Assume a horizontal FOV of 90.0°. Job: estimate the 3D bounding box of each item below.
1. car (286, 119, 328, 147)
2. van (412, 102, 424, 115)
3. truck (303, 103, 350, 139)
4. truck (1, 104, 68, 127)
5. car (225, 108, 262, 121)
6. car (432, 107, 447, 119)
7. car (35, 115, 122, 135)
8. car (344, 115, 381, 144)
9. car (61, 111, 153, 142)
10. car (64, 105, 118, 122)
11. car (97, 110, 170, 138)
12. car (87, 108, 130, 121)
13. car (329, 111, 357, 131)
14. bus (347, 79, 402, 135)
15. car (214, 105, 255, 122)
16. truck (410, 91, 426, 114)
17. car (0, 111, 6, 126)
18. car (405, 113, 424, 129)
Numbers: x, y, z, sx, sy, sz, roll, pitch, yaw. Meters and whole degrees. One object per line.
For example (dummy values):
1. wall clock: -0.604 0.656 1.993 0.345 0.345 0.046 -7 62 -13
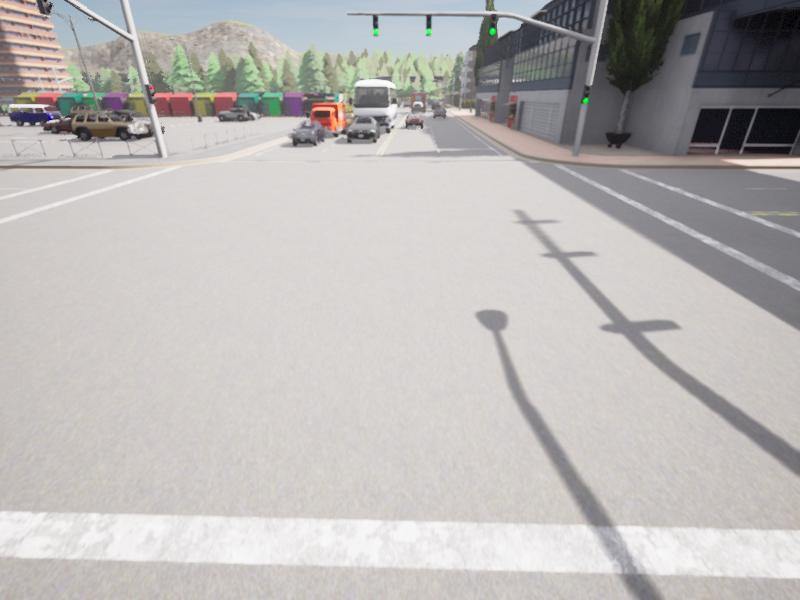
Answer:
1. car: -6.242 -11.453 27.381 1.845 1.501 3.633 1 27 2
2. van: 3.117 -33.413 69.767 2.069 2.038 4.480 1 27 3
3. truck: -5.967 -14.963 33.213 2.627 2.467 5.204 1 27 2
4. truck: -37.630 -19.050 41.297 4.478 2.038 2.069 1 27 1
5. car: -19.881 -23.616 50.968 3.806 1.475 1.970 1 27 1
6. car: 5.932 -28.182 60.243 2.033 1.411 5.357 2 27 4
7. car: -26.793 -14.682 33.483 5.357 1.415 2.033 1 27 1
8. car: -2.651 -12.759 29.836 2.152 1.651 5.027 1 27 1
9. car: -20.549 -12.264 28.240 4.605 1.855 1.932 1 27 1
10. car: -37.480 -22.707 48.655 4.605 1.855 1.932 1 27 1
11. car: -20.422 -13.578 30.816 3.866 1.878 1.905 1 27 1
12. car: -37.343 -23.838 51.327 3.905 1.438 1.784 1 27 1
13. car: -5.597 -17.954 40.038 1.801 1.575 5.366 1 27 3
14. bus: -2.052 -18.407 37.992 3.944 4.253 10.273 1 27 3
15. car: -19.965 -22.511 48.282 3.866 1.878 1.905 1 27 1
16. truck: 3.611 -38.581 77.899 2.891 3.827 8.468 1 27 3
17. car: -44.008 -19.034 41.476 3.866 1.878 1.905 1 27 1
18. car: 1.562 -19.145 42.680 1.895 1.301 4.718 1 27 3
